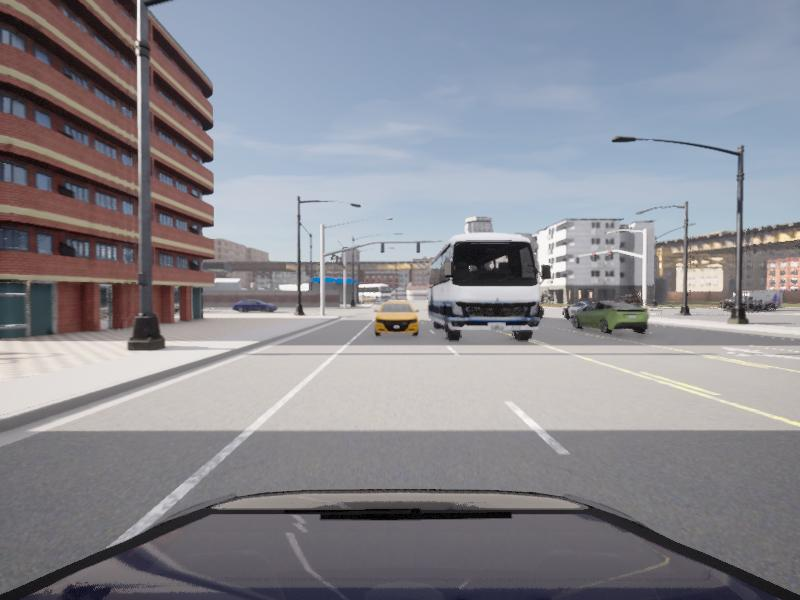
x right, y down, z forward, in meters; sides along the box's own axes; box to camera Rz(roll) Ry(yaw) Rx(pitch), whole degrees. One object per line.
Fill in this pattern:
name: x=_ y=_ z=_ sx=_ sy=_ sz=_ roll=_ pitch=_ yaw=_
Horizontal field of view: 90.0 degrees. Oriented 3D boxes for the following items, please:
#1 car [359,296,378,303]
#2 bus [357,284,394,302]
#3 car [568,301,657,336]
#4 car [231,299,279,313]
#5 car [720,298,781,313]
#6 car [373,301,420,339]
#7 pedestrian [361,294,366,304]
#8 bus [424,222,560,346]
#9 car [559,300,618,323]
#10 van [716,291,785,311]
car: x=-7.301 y=-0.222 z=92.625 sx=1.801 sy=1.575 sz=5.366 roll=-1 pitch=1 yaw=-36
bus: x=-6.075 y=-1.656 z=96.942 sx=3.944 sy=4.253 sz=10.273 roll=-1 pitch=1 yaw=-39
car: x=10.331 y=0.828 z=19.925 sx=2.007 sy=1.525 sz=4.514 roll=0 pitch=0 yaw=0
car: x=-15.936 y=0.679 z=44.054 sx=4.674 sy=1.442 sz=1.812 roll=0 pitch=1 yaw=-3
car: x=39.918 y=0.562 z=45.627 sx=5.238 sy=1.638 sz=1.930 roll=0 pitch=1 yaw=-2
car: x=-0.154 y=0.822 z=18.747 sx=1.882 sy=1.535 sz=5.008 roll=0 pitch=0 yaw=0
pedestrian: x=-6.453 y=-0.167 z=70.413 sx=0.751 sy=1.860 sz=0.751 roll=0 pitch=1 yaw=-2
bus: x=3.443 y=-0.534 z=18.766 sx=3.944 sy=4.253 sz=10.273 roll=0 pitch=0 yaw=-1
car: x=13.817 y=0.788 z=29.718 sx=2.038 sy=1.542 sz=4.974 roll=0 pitch=0 yaw=-1
van: x=42.927 y=0.110 z=49.045 sx=6.366 sy=2.431 sz=2.351 roll=0 pitch=1 yaw=0
